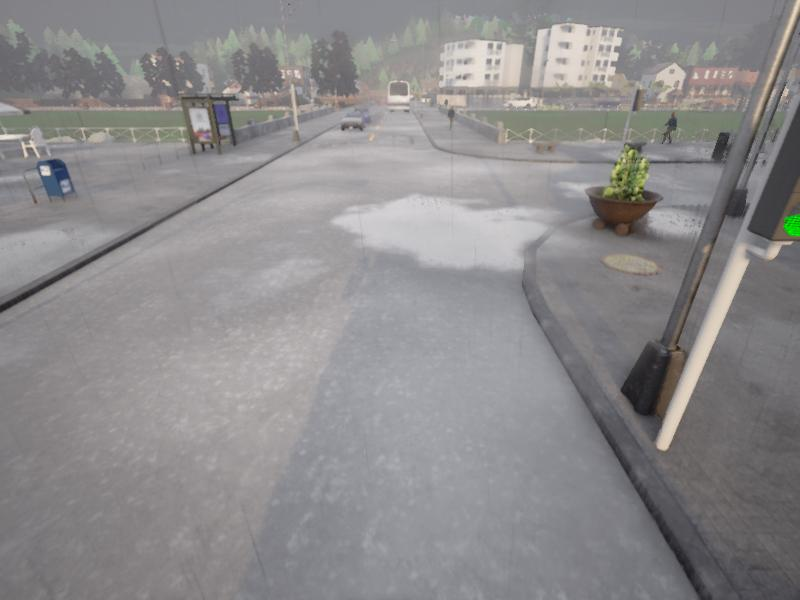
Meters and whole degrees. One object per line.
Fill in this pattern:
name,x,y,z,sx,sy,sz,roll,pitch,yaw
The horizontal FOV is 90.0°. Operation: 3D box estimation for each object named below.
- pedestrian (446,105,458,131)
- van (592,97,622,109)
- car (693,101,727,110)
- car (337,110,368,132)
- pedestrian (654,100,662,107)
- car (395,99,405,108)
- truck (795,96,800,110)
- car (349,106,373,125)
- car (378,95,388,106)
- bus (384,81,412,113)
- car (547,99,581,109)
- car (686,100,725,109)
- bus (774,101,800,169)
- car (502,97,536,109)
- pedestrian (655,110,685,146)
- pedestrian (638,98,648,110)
pedestrian,4.135,-14.558,31.978,0.751,1.860,0.751,8,29,16
van,38.527,-36.739,74.572,4.442,1.987,1.775,0,28,0
car,55.150,-34.611,71.154,4.181,1.385,1.994,0,28,0
car,-3.977,-15.530,34.632,2.033,1.411,5.357,0,28,0
pedestrian,51.289,-39.038,79.439,0.751,1.300,0.751,-1,28,-2
car,0.029,-38.995,79.392,1.837,1.490,4.892,0,28,0
truck,75.987,-35.677,70.568,8.468,3.827,2.891,0,28,0
car,-3.986,-19.214,41.534,2.007,1.525,4.514,0,28,0
car,-3.966,-46.208,92.607,2.150,2.045,5.566,0,28,0
bus,-0.112,-32.419,63.840,3.944,4.253,10.273,1,28,2
car,30.582,-36.590,74.659,5.238,1.638,1.930,0,28,0
car,56.968,-36.472,74.695,5.357,1.411,2.033,0,28,0
bus,22.411,-7.272,15.769,10.273,4.253,3.944,0,28,0
car,22.116,-36.771,74.568,5.566,2.045,2.150,0,28,0
pedestrian,15.865,-10.110,23.526,0.751,1.860,0.751,0,28,0
pedestrian,40.265,-32.509,66.344,0.751,1.860,0.751,0,28,0
